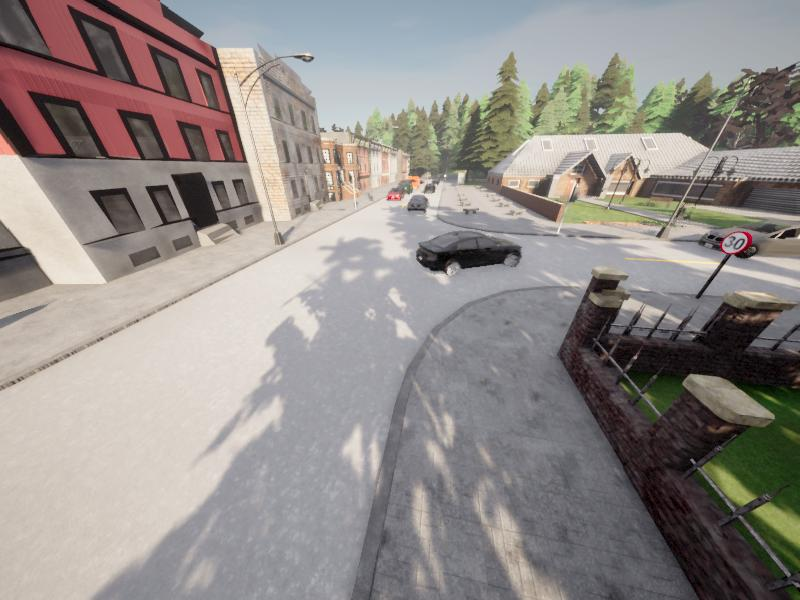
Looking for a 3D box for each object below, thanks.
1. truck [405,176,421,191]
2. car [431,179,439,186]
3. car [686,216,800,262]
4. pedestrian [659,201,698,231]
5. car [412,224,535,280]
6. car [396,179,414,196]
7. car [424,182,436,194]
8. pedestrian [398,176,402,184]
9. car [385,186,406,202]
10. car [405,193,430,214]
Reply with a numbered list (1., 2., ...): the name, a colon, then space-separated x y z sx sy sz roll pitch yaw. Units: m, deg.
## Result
1. truck: 2.649 -23.964 47.479 2.627 2.467 5.204 5 30 9
2. car: 8.946 -29.796 58.551 1.837 1.490 4.892 5 30 9
3. car: 18.859 -3.159 11.807 4.611 1.667 2.242 5 30 9
4. pedestrian: 19.022 -5.749 15.830 0.751 1.860 0.751 -2 30 -3
5. car: 3.232 -2.325 10.496 5.008 1.535 1.882 -10 30 -17
6. car: 0.881 -19.039 38.936 2.150 2.045 5.566 5 30 9
7. car: 5.444 -20.185 41.474 1.837 1.490 4.892 5 31 9
8. pedestrian: 0.011 -31.227 59.976 0.751 1.860 0.751 10 31 17
9. car: -0.536 -14.777 32.073 2.007 1.525 4.514 5 30 9
10. car: 1.975 -10.328 24.501 2.033 1.411 5.357 5 30 9
